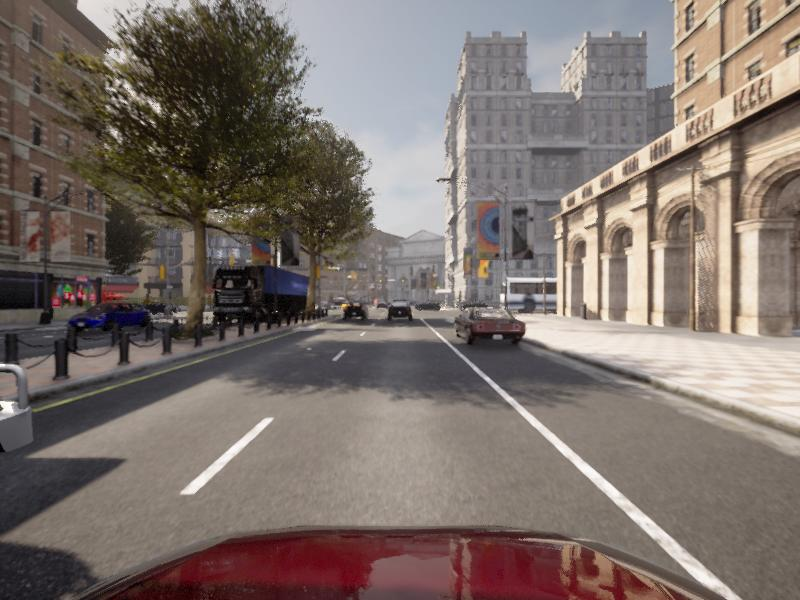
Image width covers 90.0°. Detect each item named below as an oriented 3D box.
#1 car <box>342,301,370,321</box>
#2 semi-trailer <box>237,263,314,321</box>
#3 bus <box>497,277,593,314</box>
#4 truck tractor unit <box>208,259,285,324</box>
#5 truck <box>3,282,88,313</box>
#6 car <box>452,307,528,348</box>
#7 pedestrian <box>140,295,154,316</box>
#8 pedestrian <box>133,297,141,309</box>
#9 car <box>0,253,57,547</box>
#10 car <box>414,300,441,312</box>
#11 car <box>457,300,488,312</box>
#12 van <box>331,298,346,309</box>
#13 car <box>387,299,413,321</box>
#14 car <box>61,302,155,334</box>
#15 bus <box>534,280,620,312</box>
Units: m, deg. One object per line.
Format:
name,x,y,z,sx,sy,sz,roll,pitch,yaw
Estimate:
car,-3.501,0.835,32.459,1.845,1.501,3.633,0,0,1
semi-trailer,-10.886,-0.607,37.191,2.717,4.402,14.254,0,0,0
bus,17.600,-0.526,49.176,10.273,4.253,3.944,1,0,0
truck tractor unit,-10.927,-0.517,29.281,3.053,4.208,6.516,0,-1,1
truck,-46.176,-0.307,52.256,8.468,3.827,2.891,0,0,0
car,3.260,0.943,15.550,1.895,1.301,4.718,0,0,0
pedestrian,-22.310,0.494,35.321,0.751,1.860,0.751,0,0,-2
pedestrian,-40.594,0.501,61.675,0.751,1.860,0.751,0,0,0
car,-3.497,0.656,0.634,1.932,1.855,4.605,0,1,0
car,3.796,0.830,55.989,3.705,1.549,1.789,0,0,0
car,9.499,0.824,52.516,3.705,1.549,1.789,0,0,0
van,-11.435,0.591,74.944,2.069,2.038,4.480,0,0,0
car,0.008,0.779,32.475,1.930,1.638,5.238,0,0,0
car,-14.982,0.860,20.868,1.816,1.474,4.193,0,0,0
bus,24.589,-0.522,55.960,10.273,4.253,3.944,0,0,0
